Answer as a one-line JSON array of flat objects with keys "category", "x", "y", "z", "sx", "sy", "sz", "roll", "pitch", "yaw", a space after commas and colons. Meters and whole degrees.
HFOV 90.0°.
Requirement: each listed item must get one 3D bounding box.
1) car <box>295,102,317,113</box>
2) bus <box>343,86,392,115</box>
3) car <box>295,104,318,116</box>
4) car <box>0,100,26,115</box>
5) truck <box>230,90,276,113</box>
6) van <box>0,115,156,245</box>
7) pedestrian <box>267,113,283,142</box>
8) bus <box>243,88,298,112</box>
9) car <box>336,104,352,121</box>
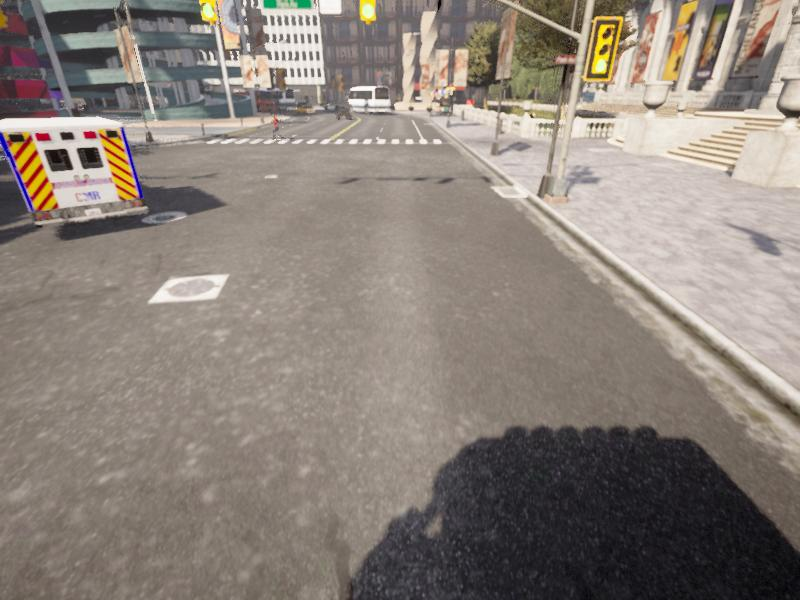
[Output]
[{"category": "car", "x": -17.421, "y": -35.676, "z": 74.088, "sx": 1.905, "sy": 1.878, "sz": 3.866, "roll": -23, "pitch": 35, "yaw": -38}, {"category": "bus", "x": -5.711, "y": -34.723, "z": 69.615, "sx": 3.944, "sy": 4.253, "sz": 10.273, "roll": -16, "pitch": 31, "yaw": -28}, {"category": "car", "x": -15.750, "y": -31.942, "z": 67.173, "sx": 1.801, "sy": 1.575, "sz": 5.366, "roll": -16, "pitch": 31, "yaw": -28}, {"category": "car", "x": -62.323, "y": -29.895, "z": 62.204, "sx": 5.566, "sy": 2.045, "sz": 2.435, "roll": 0, "pitch": 27, "yaw": 0}, {"category": "truck", "x": -28.353, "y": -38.397, "z": 77.241, "sx": 8.468, "sy": 3.827, "sz": 2.891, "roll": 14, "pitch": 30, "yaw": 25}, {"category": "van", "x": -9.299, "y": -3.761, "z": 11.305, "sx": 2.351, "sy": 2.431, "sz": 6.366, "roll": -21, "pitch": 34, "yaw": -36}, {"category": "pedestrian", "x": -8.905, "y": -12.316, "z": 28.539, "sx": 0.751, "sy": 1.860, "sz": 0.751, "roll": -1, "pitch": 27, "yaw": -2}, {"category": "bus", "x": -26.976, "y": -41.799, "z": 83.400, "sx": 10.273, "sy": 4.253, "sz": 3.944, "roll": 12, "pitch": 30, "yaw": 22}, {"category": "car", "x": -7.439, "y": -25.113, "z": 53.489, "sx": 1.905, "sy": 1.878, "sz": 3.866, "roll": -2, "pitch": 27, "yaw": -4}]
